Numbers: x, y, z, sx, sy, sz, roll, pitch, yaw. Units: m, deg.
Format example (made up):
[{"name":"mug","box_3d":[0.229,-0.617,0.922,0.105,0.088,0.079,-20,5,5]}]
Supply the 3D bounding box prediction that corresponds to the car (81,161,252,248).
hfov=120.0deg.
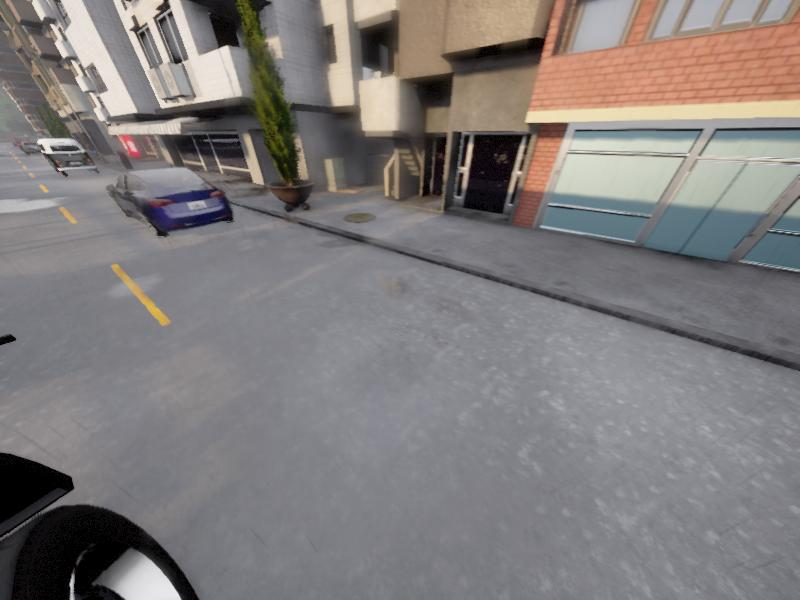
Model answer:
[{"name":"car","box_3d":[-7.159,-3.201,7.095,4.792,1.488,2.163,22,41,28]}]

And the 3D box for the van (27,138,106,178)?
[{"name":"van","box_3d":[-23.030,-9.914,15.977,4.480,2.038,2.069,22,41,28]}]

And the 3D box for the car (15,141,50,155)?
[{"name":"car","box_3d":[-50.871,-21.056,32.002,3.806,1.475,1.970,22,41,28]}]

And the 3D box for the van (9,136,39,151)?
[{"name":"van","box_3d":[-64.892,-26.995,39.847,4.442,1.987,1.775,22,41,28]}]
